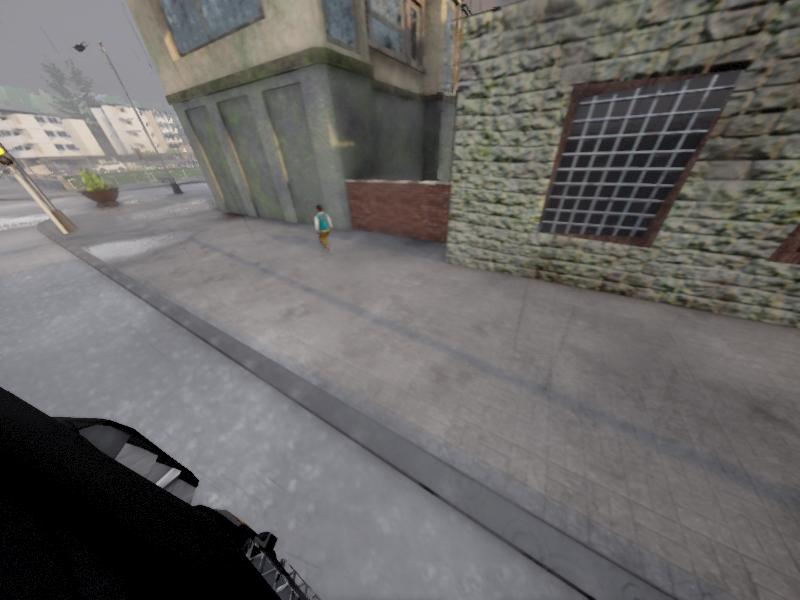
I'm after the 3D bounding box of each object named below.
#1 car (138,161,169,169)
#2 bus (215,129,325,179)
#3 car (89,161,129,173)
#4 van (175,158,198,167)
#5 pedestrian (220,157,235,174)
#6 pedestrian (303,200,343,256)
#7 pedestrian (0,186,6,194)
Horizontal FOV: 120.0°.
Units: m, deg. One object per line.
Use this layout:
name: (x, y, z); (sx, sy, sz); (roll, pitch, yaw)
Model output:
car: (-67.378, -36.898, 63.162); (1.930, 1.638, 5.238); (16, 38, 26)
bus: (-14.711, -17.615, 27.825); (3.944, 4.253, 10.273); (16, 38, 26)
car: (-71.639, -32.888, 57.041); (2.150, 2.045, 5.566); (16, 38, 26)
van: (-63.389, -40.962, 68.705); (1.775, 1.987, 4.442); (16, 38, 26)
pedestrian: (-22.778, -17.693, 30.487); (0.751, 1.860, 0.751); (17, 38, 27)
pedestrian: (-1.779, -1.685, 5.423); (0.500, 1.100, 0.500); (-29, 42, -34)
pedestrian: (-36.306, -10.331, 20.290); (0.751, 1.860, 0.751); (-27, 41, -32)
